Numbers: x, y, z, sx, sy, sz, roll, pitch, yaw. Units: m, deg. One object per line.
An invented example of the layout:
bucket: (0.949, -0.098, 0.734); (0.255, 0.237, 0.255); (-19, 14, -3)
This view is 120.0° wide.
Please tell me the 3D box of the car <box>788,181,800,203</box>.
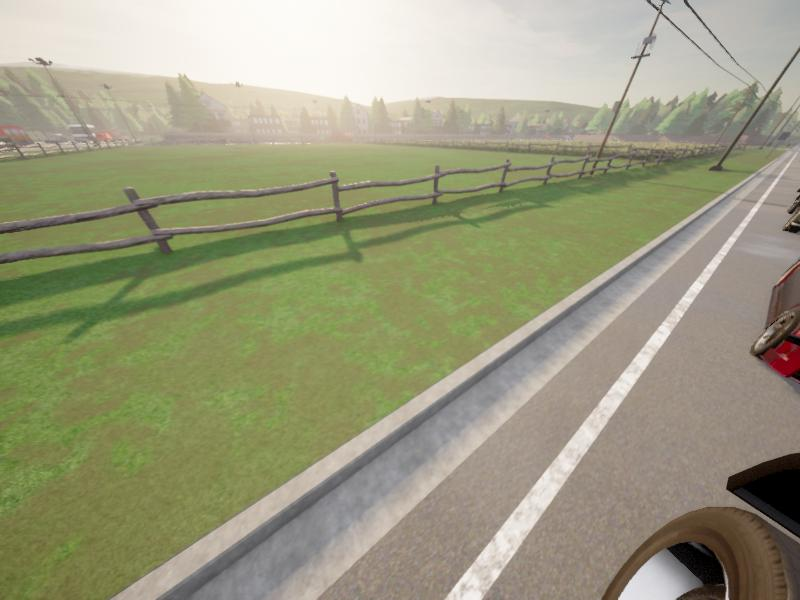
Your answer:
car: (19.257, -5.097, 9.877); (4.792, 1.488, 2.163); (-22, 41, -28)

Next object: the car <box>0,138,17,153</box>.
car: (-55.973, -20.987, 31.415); (2.242, 1.667, 4.611); (-21, 41, -27)

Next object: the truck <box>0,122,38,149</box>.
truck: (-72.779, -29.455, 41.287); (2.891, 3.827, 8.468); (-5, 36, -8)

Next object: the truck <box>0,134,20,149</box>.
truck: (-68.216, -26.001, 37.973); (2.390, 2.098, 6.274); (-10, 37, -14)

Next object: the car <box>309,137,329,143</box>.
car: (-25.586, -50.671, 73.265); (5.366, 1.575, 1.801); (-22, 41, -27)

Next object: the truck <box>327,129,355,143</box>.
truck: (-20.095, -56.237, 79.121); (8.468, 3.827, 2.891); (-22, 41, -27)

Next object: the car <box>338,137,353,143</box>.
car: (-19.623, -57.916, 83.527); (4.902, 1.511, 2.128); (-22, 41, -27)

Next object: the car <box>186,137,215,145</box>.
car: (-50.894, -40.725, 59.090); (5.238, 1.638, 1.930); (-22, 41, -27)

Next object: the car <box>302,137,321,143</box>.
car: (-28.669, -51.918, 74.993); (5.008, 1.535, 1.882); (-22, 41, -27)

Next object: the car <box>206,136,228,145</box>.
car: (-46.044, -40.266, 58.285); (3.866, 1.878, 1.905); (-22, 41, -27)

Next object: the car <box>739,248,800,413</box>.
car: (6.101, 0.188, 2.520); (4.181, 1.385, 1.994); (-21, 40, -28)

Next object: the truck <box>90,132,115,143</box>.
truck: (-84.957, -46.381, 66.049); (2.627, 2.467, 5.204); (-21, 41, -27)

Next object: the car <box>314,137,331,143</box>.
car: (-26.704, -55.160, 79.541); (5.008, 1.535, 1.882); (-22, 41, -27)

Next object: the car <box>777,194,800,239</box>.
car: (13.381, -2.810, 6.516); (5.027, 1.651, 2.152); (-22, 41, -28)
